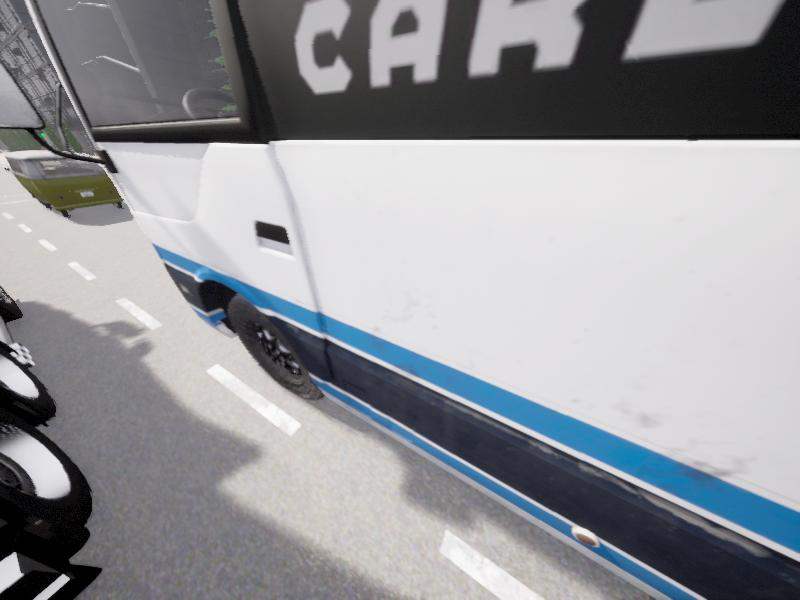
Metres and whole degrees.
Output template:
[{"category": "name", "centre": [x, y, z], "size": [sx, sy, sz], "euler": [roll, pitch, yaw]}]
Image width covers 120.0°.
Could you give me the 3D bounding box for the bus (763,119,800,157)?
[{"category": "bus", "centre": [56.304, -21.583, 30.708], "size": [3.944, 4.253, 10.273], "euler": [18, 39, 24]}]

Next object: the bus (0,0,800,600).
[{"category": "bus", "centre": [2.516, -0.430, 0.878], "size": [10.273, 4.253, 3.944], "euler": [18, 39, 24]}]

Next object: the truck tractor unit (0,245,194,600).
[{"category": "truck tractor unit", "centre": [-5.077, -0.334, 0.821], "size": [6.516, 4.208, 3.053], "euler": [20, 40, 26]}]

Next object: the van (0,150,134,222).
[{"category": "van", "centre": [-13.015, -4.587, 8.954], "size": [4.442, 1.987, 1.775], "euler": [18, 39, 24]}]
